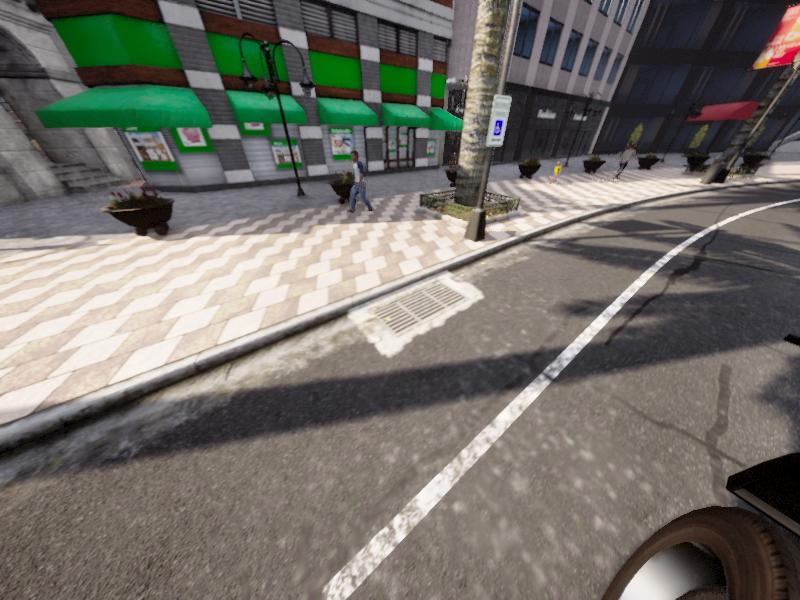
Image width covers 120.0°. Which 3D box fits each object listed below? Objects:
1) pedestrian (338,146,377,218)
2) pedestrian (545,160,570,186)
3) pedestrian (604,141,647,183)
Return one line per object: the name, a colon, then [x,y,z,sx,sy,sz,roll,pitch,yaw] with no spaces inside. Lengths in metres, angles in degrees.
pedestrian: [-1.282,-3.672,7.205,0.751,1.860,0.751,-23,41,-28]
pedestrian: [7.943,-6.414,11.679,0.500,1.100,0.500,-14,37,-18]
pedestrian: [12.074,-7.428,12.424,0.751,1.860,0.751,-17,38,-22]
